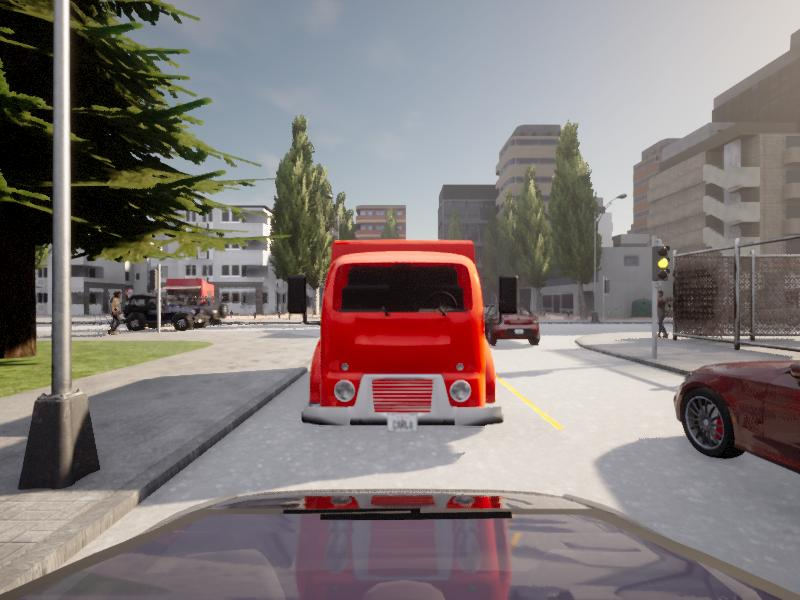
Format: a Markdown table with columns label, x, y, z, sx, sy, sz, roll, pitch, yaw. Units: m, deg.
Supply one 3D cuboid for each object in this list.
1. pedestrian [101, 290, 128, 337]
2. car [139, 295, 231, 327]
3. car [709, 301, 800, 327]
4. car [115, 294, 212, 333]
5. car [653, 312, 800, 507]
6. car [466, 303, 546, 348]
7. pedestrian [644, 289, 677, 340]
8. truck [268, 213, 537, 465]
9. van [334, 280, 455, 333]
| label | x | y | z | sx | sy | sz | roll | pitch | yaw |
| --- | --- | --- | --- | --- | --- | --- | --- | --- | --- |
| pedestrian | -11.637 | 0.534 | 16.354 | 0.751 | 1.860 | 0.751 | 0 | 0 | -23 |
| car | -13.146 | 0.656 | 24.626 | 4.605 | 1.855 | 1.932 | 1 | 0 | 0 |
| car | 22.111 | 0.829 | 24.690 | 4.514 | 1.525 | 2.007 | 0 | 0 | 0 |
| car | -12.062 | 0.648 | 20.612 | 3.866 | 1.878 | 1.905 | 0 | 0 | 0 |
| car | 3.987 | 0.870 | 2.524 | 1.812 | 1.442 | 4.674 | 0 | 0 | 0 |
| car | 3.879 | 0.854 | 15.399 | 1.816 | 1.474 | 4.193 | 0 | 0 | -3 |
| pedestrian | 9.862 | 0.525 | 15.146 | 0.751 | 1.860 | 0.751 | 0 | 0 | -8 |
| truck | 0.042 | 0.343 | 6.522 | 2.627 | 2.467 | 5.204 | 0 | 1 | 0 |
| van | -0.264 | 0.323 | 20.629 | 5.915 | 2.561 | 1.988 | 0 | 0 | 0 |
